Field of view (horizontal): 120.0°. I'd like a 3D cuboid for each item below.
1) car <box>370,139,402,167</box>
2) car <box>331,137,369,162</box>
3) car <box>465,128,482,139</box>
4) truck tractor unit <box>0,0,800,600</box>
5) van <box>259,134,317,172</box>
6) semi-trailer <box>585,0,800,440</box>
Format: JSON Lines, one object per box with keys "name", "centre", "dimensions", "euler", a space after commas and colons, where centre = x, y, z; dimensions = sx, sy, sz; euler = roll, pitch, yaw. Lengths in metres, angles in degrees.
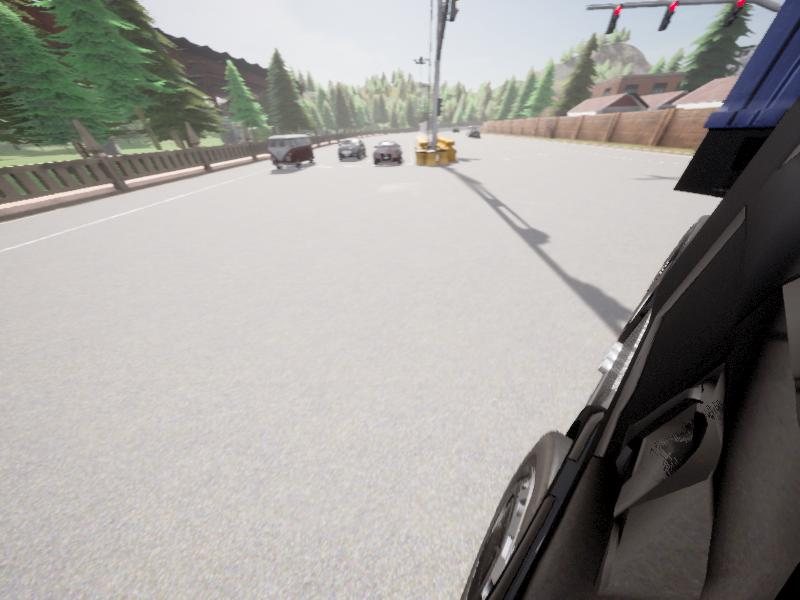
{"name": "car", "centre": [-0.904, -11.159, 17.428], "dimensions": [1.994, 1.385, 4.181], "euler": [-1, 37, 3]}
{"name": "car", "centre": [-4.278, -13.507, 20.632], "dimensions": [2.128, 1.511, 4.902], "euler": [0, 37, 3]}
{"name": "car", "centre": [14.047, -32.170, 44.459], "dimensions": [2.038, 1.542, 4.974], "euler": [0, 37, 4]}
{"name": "truck tractor unit", "centre": [2.645, -0.295, 0.351], "dimensions": [6.516, 4.208, 3.053], "euler": [-28, 44, -30]}
{"name": "van", "centre": [-7.932, -10.857, 16.913], "dimensions": [1.775, 1.987, 4.442], "euler": [0, 37, 3]}
{"name": "semi-trailer", "centre": [9.776, -2.484, 2.690], "dimensions": [14.254, 4.402, 2.717], "euler": [-13, 38, -14]}
